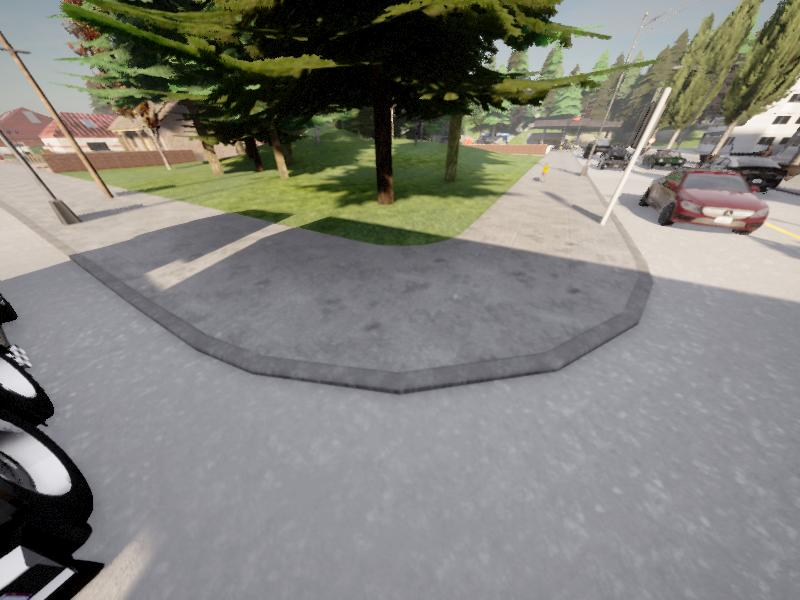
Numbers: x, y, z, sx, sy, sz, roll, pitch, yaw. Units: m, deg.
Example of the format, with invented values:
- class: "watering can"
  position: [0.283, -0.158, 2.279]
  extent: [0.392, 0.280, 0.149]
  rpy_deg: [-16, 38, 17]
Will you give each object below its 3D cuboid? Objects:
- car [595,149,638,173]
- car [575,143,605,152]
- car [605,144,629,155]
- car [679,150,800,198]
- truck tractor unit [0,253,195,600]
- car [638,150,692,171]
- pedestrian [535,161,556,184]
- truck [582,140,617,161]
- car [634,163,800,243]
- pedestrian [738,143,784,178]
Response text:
- class: "car"
  position: [18.356, -12.004, 19.796]
  extent: [1.816, 1.474, 4.193]
  rpy_deg: [18, 39, 25]
- class: "car"
  position: [43.040, -34.666, 52.381]
  extent: [1.930, 1.638, 5.238]
  rpy_deg: [-5, 35, -7]
- class: "car"
  position: [36.669, -25.576, 39.208]
  extent: [2.033, 1.411, 5.357]
  rpy_deg: [18, 39, 24]
- class: "car"
  position: [17.850, -6.980, 12.440]
  extent: [1.930, 1.638, 5.238]
  rpy_deg: [18, 39, 24]
- class: "truck tractor unit"
  position: [-5.092, -0.319, 0.807]
  extent: [6.516, 4.208, 3.053]
  rpy_deg: [19, 39, 25]
- class: "car"
  position: [23.804, -12.755, 20.987]
  extent: [1.895, 1.301, 4.718]
  rpy_deg: [18, 39, 24]
- class: "pedestrian"
  position: [8.361, -7.358, 13.310]
  extent: [0.500, 1.100, 0.500]
  rpy_deg: [-15, 38, -21]
- class: "truck"
  position: [25.865, -19.723, 30.274]
  extent: [2.390, 2.098, 6.274]
  rpy_deg: [18, 39, 25]
- class: "car"
  position: [9.818, -3.493, 7.671]
  extent: [1.812, 1.442, 4.674]
  rpy_deg: [18, 39, 25]
- class: "pedestrian"
  position: [23.212, -9.012, 14.898]
  extent: [0.751, 1.860, 0.751]
  rpy_deg: [-20, 40, -26]
